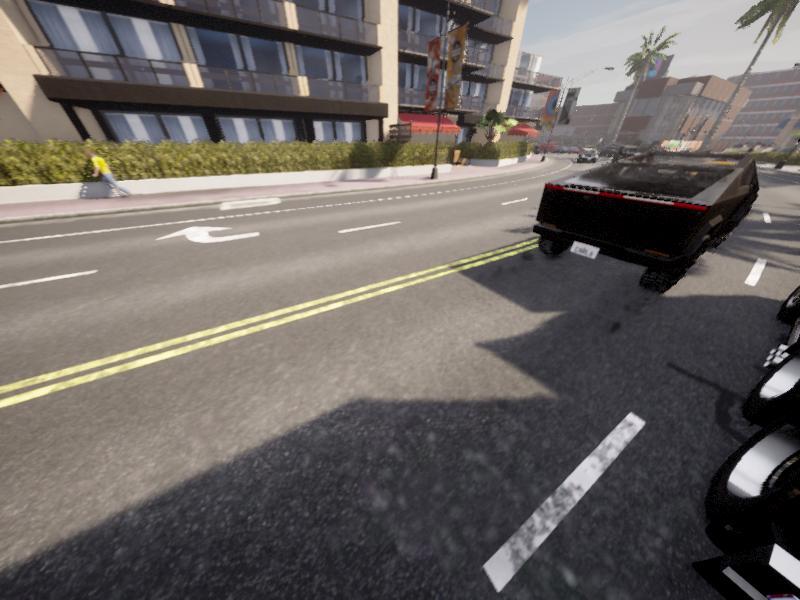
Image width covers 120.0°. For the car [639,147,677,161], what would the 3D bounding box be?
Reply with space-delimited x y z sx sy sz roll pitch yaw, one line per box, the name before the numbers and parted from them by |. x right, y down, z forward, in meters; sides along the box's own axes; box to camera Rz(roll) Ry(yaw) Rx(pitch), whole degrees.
car | 37.752 -21.516 33.975 1.851 1.617 3.988 11 36 15

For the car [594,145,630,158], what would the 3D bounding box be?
car | 35.710 -25.082 39.032 2.242 1.667 4.611 5 35 7

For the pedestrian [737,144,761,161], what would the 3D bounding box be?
pedestrian | 45.937 -19.368 30.425 0.751 1.860 0.751 14 37 19

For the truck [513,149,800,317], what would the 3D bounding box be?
truck | 5.885 -2.120 5.293 6.274 2.098 2.390 -20 40 -27

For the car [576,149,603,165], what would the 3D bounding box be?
car | 23.208 -17.694 28.445 1.970 1.475 3.806 18 39 24

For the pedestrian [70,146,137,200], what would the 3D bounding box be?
pedestrian | -11.956 -5.159 9.405 0.751 1.860 0.751 -17 38 -24

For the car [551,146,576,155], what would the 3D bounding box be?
car | 33.100 -30.286 46.779 1.994 1.385 4.181 0 35 -1

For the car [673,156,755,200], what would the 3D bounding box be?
car | 16.933 -6.848 12.666 5.366 1.575 1.801 -28 44 -35

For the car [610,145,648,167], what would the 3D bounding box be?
car | 25.581 -16.226 25.989 1.905 1.878 3.866 19 39 25

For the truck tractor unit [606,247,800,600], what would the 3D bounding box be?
truck tractor unit | 5.081 -0.327 0.833 6.516 4.208 3.053 -19 39 -26
